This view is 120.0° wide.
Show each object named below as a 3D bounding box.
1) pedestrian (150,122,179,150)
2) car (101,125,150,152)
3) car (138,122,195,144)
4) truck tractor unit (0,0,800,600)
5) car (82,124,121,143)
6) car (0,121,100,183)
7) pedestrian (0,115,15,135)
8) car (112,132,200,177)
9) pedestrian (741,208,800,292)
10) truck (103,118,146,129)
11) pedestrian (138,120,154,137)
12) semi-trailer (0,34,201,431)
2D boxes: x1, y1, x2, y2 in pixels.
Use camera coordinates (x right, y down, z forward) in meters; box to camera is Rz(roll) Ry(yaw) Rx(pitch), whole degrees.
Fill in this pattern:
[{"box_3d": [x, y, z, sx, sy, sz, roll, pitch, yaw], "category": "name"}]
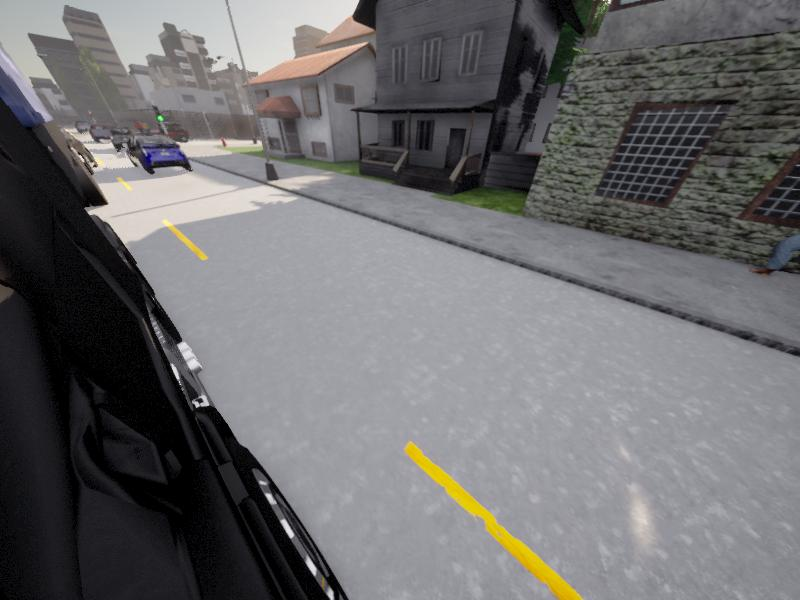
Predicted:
[{"box_3d": [-19.343, -13.482, 19.014, 0.751, 1.860, 0.751, 8, 37, 8], "category": "pedestrian"}, {"box_3d": [-22.771, -13.532, 19.329, 1.851, 1.617, 3.988, -24, 44, -31], "category": "car"}, {"box_3d": [-26.708, -19.216, 26.559, 1.905, 1.878, 3.866, 24, 42, 27], "category": "car"}, {"box_3d": [-2.645, -0.295, 0.351, 6.516, 4.208, 3.053, 28, 44, 30], "category": "truck tractor unit"}, {"box_3d": [-32.102, -17.950, 24.867, 3.633, 1.501, 1.845, 28, 44, 30], "category": "car"}, {"box_3d": [-15.545, -6.704, 10.257, 1.932, 1.855, 4.605, -28, 46, -34], "category": "car"}, {"box_3d": [-47.530, -20.909, 27.556, 0.751, 1.860, 0.751, 29, 44, 32], "category": "pedestrian"}, {"box_3d": [-12.708, -7.679, 12.022, 4.514, 1.525, 2.007, 28, 44, 30], "category": "car"}, {"box_3d": [6.971, -1.113, 3.696, 0.751, 1.860, 0.751, 27, 43, 30], "category": "pedestrian"}, {"box_3d": [-68.658, -44.055, 57.718, 2.390, 2.098, 6.274, 28, 44, 30], "category": "truck"}, {"box_3d": [-35.758, -24.164, 32.560, 0.751, 1.860, 0.751, 27, 43, 30], "category": "pedestrian"}, {"box_3d": [-8.661, -3.605, 4.299, 14.254, 4.402, 2.717, 28, 44, 31], "category": "semi-trailer"}]
